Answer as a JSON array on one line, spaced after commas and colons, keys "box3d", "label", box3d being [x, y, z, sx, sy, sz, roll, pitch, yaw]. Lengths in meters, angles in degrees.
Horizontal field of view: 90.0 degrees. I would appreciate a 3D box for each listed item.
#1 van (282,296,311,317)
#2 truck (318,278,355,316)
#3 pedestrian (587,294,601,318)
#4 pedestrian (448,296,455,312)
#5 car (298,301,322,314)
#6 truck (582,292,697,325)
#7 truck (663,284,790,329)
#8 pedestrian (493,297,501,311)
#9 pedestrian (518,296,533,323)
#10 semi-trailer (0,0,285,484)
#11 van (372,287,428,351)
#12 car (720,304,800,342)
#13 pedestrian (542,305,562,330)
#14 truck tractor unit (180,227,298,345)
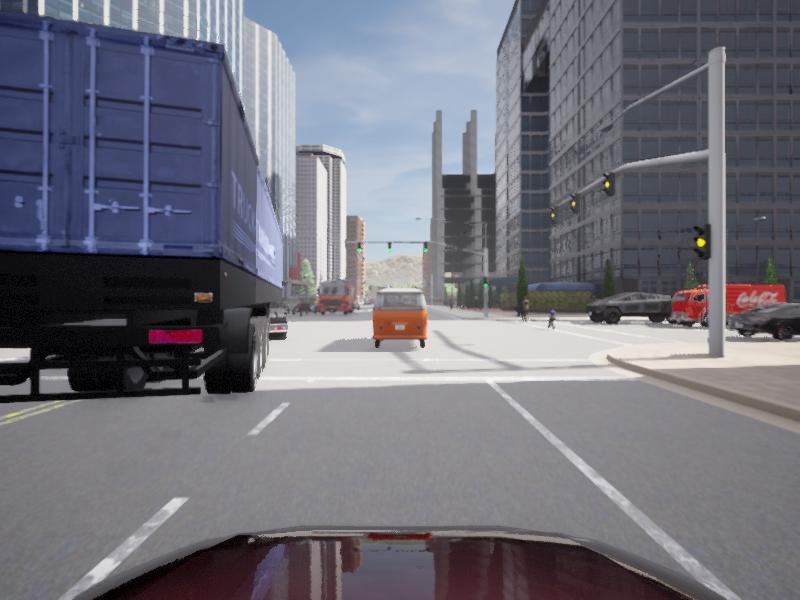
[{"box3d": [-10.489, 0.611, 40.770, 1.775, 1.987, 4.442, 0, 0, 0], "label": "van"}, {"box3d": [-6.994, -0.307, 45.351, 2.891, 3.827, 8.468, 0, 0, 0], "label": "truck"}, {"box3d": [15.249, 0.495, 31.435, 0.751, 1.860, 0.751, 0, 0, -3], "label": "pedestrian"}, {"box3d": [6.305, 0.500, 49.324, 0.751, 1.860, 0.751, 0, 0, 0], "label": "pedestrian"}, {"box3d": [-10.486, 0.868, 47.067, 1.970, 1.475, 3.806, 0, 0, 0], "label": "car"}, {"box3d": [15.836, 0.551, 26.733, 6.274, 2.098, 2.390, 0, 0, 1], "label": "truck"}, {"box3d": [18.740, 0.364, 23.189, 5.204, 2.467, 2.627, 0, 0, 1], "label": "truck"}, {"box3d": [12.283, 0.498, 50.821, 0.751, 1.860, 0.751, 0, 0, -13], "label": "pedestrian"}, {"box3d": [8.616, 0.646, 27.536, 0.751, 1.860, 0.751, 0, 0, -2], "label": "pedestrian"}, {"box3d": [-4.686, -0.621, 10.412, 2.717, 4.402, 14.254, 1, 0, -14], "label": "semi-trailer"}, {"box3d": [0.003, 0.602, 14.783, 1.775, 1.987, 4.442, 0, 0, 0], "label": "van"}, {"box3d": [16.015, 0.875, 16.186, 4.674, 1.442, 1.812, 0, 0, 0], "label": "car"}, {"box3d": [8.188, 0.924, 21.582, 0.751, 1.300, 0.751, 0, 0, -8], "label": "pedestrian"}, {"box3d": [-7.362, -0.517, 17.717, 3.053, 4.208, 6.516, 0, 0, -39], "label": "truck tractor unit"}]
